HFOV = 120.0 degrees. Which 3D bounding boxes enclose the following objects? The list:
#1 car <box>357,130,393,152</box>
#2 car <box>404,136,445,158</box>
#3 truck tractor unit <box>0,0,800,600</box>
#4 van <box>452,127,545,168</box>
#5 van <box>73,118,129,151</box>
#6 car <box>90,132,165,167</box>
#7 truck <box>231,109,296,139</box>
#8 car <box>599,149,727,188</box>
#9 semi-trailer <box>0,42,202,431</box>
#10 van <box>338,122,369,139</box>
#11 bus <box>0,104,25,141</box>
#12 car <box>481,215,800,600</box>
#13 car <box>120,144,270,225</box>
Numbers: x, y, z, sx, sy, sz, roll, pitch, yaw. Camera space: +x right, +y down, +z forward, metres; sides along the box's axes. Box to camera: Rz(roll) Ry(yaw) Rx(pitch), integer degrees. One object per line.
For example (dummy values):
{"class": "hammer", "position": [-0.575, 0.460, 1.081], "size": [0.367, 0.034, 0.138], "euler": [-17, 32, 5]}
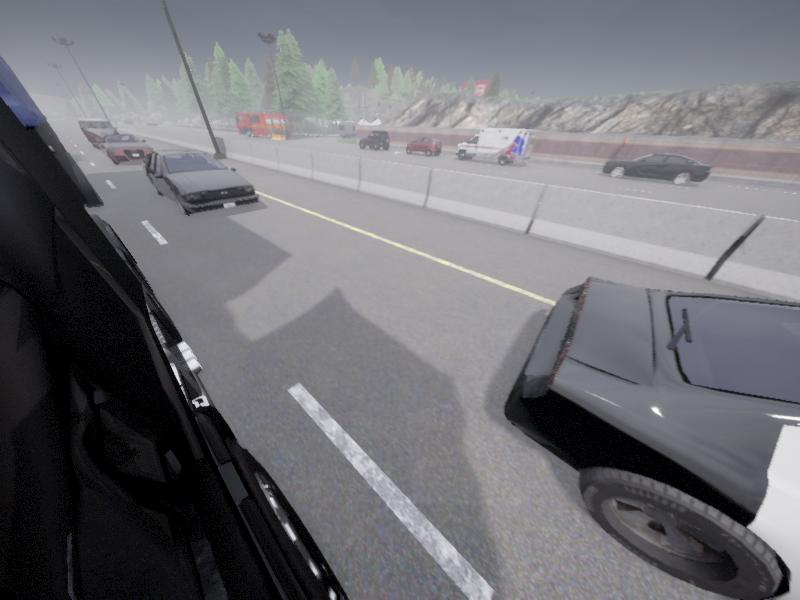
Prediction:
{"class": "car", "position": [-2.883, -18.545, 26.837], "size": [3.866, 1.878, 1.905], "euler": [28, 44, 30]}
{"class": "car", "position": [2.421, -15.606, 23.467], "size": [3.705, 1.549, 1.789], "euler": [28, 44, 30]}
{"class": "truck tractor unit", "position": [-2.645, -0.295, 0.351], "size": [6.516, 4.208, 3.053], "euler": [28, 44, 30]}
{"class": "van", "position": [8.018, -13.010, 19.559], "size": [6.366, 2.431, 2.351], "euler": [28, 44, 30]}
{"class": "van", "position": [-24.529, -13.648, 18.962], "size": [4.442, 1.987, 1.775], "euler": [28, 44, 30]}
{"class": "car", "position": [-16.082, -8.936, 13.618], "size": [4.181, 1.385, 1.994], "euler": [28, 44, 30]}
{"class": "truck", "position": [-23.232, -30.258, 39.815], "size": [8.468, 3.827, 2.891], "euler": [-1, 38, -4]}
{"class": "car", "position": [16.042, -8.412, 14.574], "size": [5.008, 1.535, 1.882], "euler": [28, 43, 30]}
{"class": "semi-trailer", "position": [-8.711, -3.569, 4.252], "size": [14.254, 4.402, 2.717], "euler": [28, 44, 30]}
{"class": "van", "position": [-8.977, -32.957, 44.998], "size": [1.988, 2.561, 5.915], "euler": [28, 43, 30]}
{"class": "bus", "position": [-40.036, -17.399, 21.244], "size": [10.273, 4.253, 3.944], "euler": [27, 43, 31]}
{"class": "car", "position": [3.279, 1.216, 0.917], "size": [4.974, 1.542, 2.038], "euler": [28, 44, 30]}
{"class": "car", "position": [-6.750, -4.021, 7.511], "size": [5.357, 1.411, 2.033], "euler": [28, 44, 30]}
